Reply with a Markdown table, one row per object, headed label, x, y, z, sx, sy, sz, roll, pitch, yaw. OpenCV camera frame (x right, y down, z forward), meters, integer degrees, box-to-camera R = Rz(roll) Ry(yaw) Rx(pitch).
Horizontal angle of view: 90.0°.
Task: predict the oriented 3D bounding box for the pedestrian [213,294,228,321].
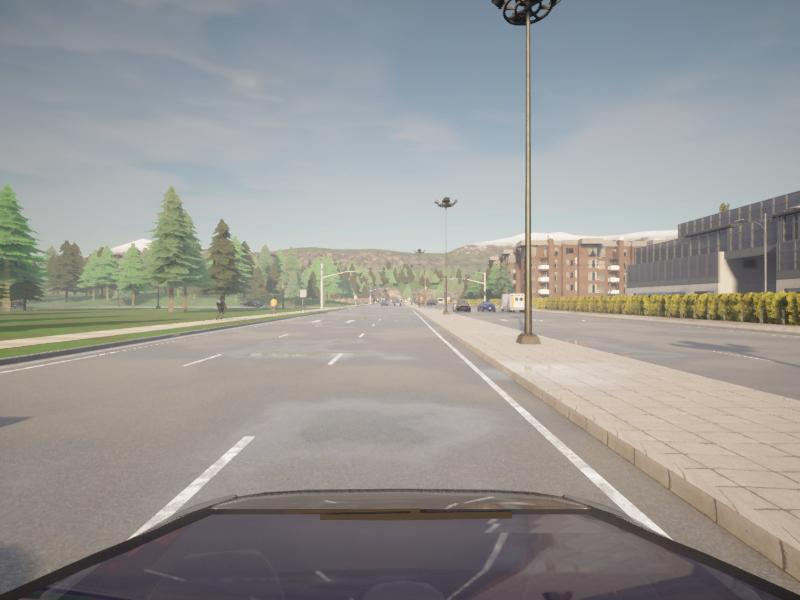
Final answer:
| label | x | y | z | sx | sy | sz | roll | pitch | yaw |
| --- | --- | --- | --- | --- | --- | --- | --- | --- | --- |
| pedestrian | -12.722 | 0.510 | 28.397 | 0.751 | 1.860 | 0.751 | 0 | 0 | 1 |

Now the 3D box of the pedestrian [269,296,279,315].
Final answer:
| label | x | y | z | sx | sy | sz | roll | pitch | yaw |
| --- | --- | --- | --- | --- | --- | --- | --- | --- | --- |
| pedestrian | -12.497 | 0.520 | 39.614 | 0.751 | 1.860 | 0.751 | 0 | 0 | 2 |

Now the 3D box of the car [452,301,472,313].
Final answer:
| label | x | y | z | sx | sy | sz | roll | pitch | yaw |
| --- | --- | --- | --- | --- | --- | --- | --- | --- | --- |
| car | 8.250 | 0.874 | 53.841 | 2.038 | 1.542 | 4.974 | 0 | 0 | 1 |

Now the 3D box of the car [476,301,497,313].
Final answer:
| label | x | y | z | sx | sy | sz | roll | pitch | yaw |
| --- | --- | --- | --- | --- | --- | --- | --- | --- | --- |
| car | 11.755 | 0.918 | 54.568 | 1.812 | 1.442 | 4.674 | 0 | 0 | 0 |

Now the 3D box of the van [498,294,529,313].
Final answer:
| label | x | y | z | sx | sy | sz | roll | pitch | yaw |
| --- | --- | --- | --- | --- | --- | --- | --- | --- | --- |
| van | 15.255 | 0.426 | 54.148 | 2.351 | 2.431 | 6.366 | 0 | 0 | 0 |
